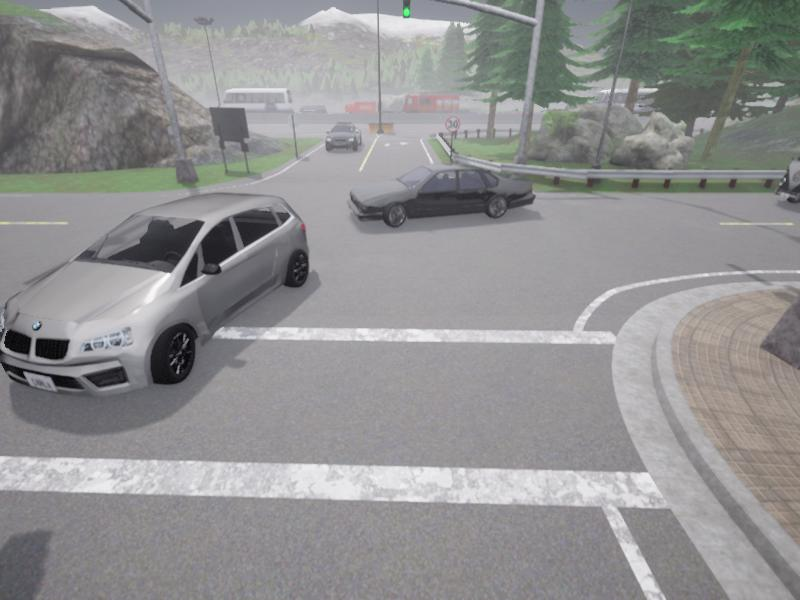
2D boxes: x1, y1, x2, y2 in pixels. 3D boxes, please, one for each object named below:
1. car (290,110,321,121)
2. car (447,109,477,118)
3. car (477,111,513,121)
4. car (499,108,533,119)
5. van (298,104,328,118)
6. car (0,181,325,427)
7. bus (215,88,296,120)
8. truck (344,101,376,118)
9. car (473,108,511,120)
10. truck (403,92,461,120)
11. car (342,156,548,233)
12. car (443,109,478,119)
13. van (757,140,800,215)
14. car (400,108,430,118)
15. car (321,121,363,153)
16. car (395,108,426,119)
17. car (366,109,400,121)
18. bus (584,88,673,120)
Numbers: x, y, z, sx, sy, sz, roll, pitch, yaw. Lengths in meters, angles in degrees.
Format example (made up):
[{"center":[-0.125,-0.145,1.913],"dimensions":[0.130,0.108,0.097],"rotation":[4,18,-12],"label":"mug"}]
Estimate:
[{"center":[-13.709,-26.850,58.209],"dimensions":[3.806,1.475,1.970],"rotation":[0,27,0],"label":"car"},{"center":[10.472,-31.532,67.584],"dimensions":[4.718,1.301,1.895],"rotation":[0,27,0],"label":"car"},{"center":[13.727,-26.760,58.229],"dimensions":[4.718,1.301,1.895],"rotation":[0,27,0],"label":"car"},{"center":[18.658,-30.042,64.407],"dimensions":[4.611,1.667,2.242],"rotation":[0,27,0],"label":"car"},{"center":[-14.653,-31.845,67.450],"dimensions":[4.442,1.987,1.775],"rotation":[0,27,0],"label":"van"},{"center":[-3.207,-0.532,6.013],"dimensions":[2.242,1.667,4.611],"rotation":[7,26,14],"label":"car"},{"center":[-21.561,-29.627,60.595],"dimensions":[10.273,4.253,3.944],"rotation":[0,27,0],"label":"bus"},{"center":[-6.664,-32.058,67.333],"dimensions":[5.204,2.467,2.627],"rotation":[0,27,0],"label":"truck"},{"center":[14.016,-28.458,61.291],"dimensions":[5.366,1.575,1.801],"rotation":[0,27,0],"label":"car"},{"center":[4.651,-29.484,60.783],"dimensions":[8.468,3.827,2.891],"rotation":[0,27,0],"label":"truck"},{"center":[1.217,-3.142,11.498],"dimensions":[5.357,1.411,2.033],"rotation":[-8,28,-15],"label":"car"},{"center":[9.674,-29.990,64.445],"dimensions":[5.357,1.411,2.033],"rotation":[0,27,0],"label":"car"},{"center":[14.468,-3.836,12.462],"dimensions":[4.442,1.987,1.775],"rotation":[0,27,0],"label":"van"},{"center":[2.504,-31.623,67.546],"dimensions":[4.892,1.490,1.837],"rotation":[0,27,0],"label":"car"},{"center":[-3.614,-10.624,25.867],"dimensions":[2.038,1.542,4.974],"rotation":[0,27,0],"label":"car"},{"center":[1.722,-30.008,64.442],"dimensions":[4.902,1.511,2.128],"rotation":[0,27,0],"label":"car"},{"center":[-2.459,-26.853,58.197],"dimensions":[4.892,1.490,1.837],"rotation":[0,27,0],"label":"car"},{"center":[34.259,-29.607,60.550],"dimensions":[10.273,4.253,3.944],"rotation":[0,27,0],"label":"bus"}]
